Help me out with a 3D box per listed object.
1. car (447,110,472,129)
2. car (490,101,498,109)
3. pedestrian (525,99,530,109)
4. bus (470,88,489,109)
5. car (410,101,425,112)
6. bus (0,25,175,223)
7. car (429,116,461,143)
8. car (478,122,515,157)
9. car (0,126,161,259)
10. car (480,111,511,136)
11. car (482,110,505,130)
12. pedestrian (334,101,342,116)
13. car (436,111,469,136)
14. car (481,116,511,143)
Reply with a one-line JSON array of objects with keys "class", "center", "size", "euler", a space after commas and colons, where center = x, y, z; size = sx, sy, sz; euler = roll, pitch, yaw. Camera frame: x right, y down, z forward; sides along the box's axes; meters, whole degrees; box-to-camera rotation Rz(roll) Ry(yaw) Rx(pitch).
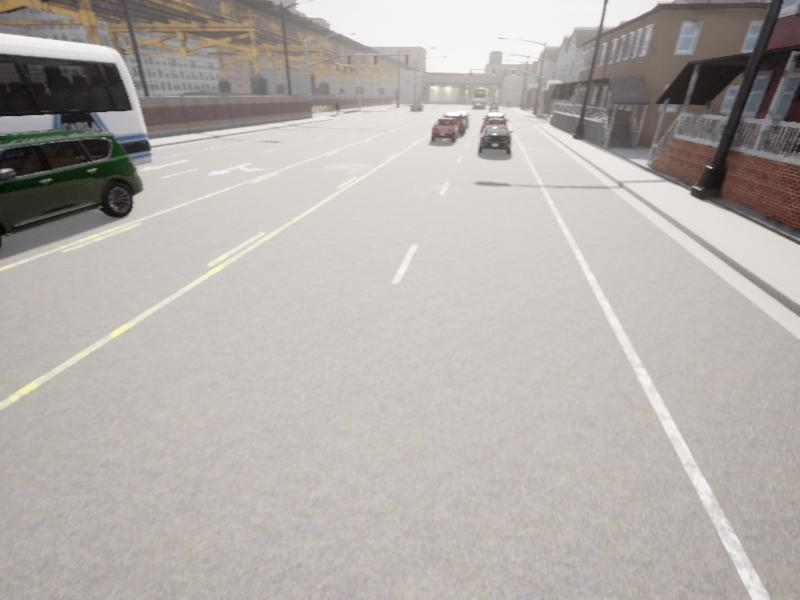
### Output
[{"class": "car", "center": [6.132, -18.545, 40.947], "size": [2.128, 1.511, 4.902], "euler": [6, 28, 10]}, {"class": "car", "center": [23.457, -48.706, 99.803], "size": [1.801, 1.575, 5.366], "euler": [6, 28, 10]}, {"class": "pedestrian", "center": [27.149, -41.596, 85.079], "size": [0.751, 1.860, 0.751], "euler": [8, 28, 12]}, {"class": "bus", "center": [19.459, -49.260, 97.755], "size": [3.944, 4.253, 10.273], "euler": [6, 28, 10]}, {"class": "car", "center": [3.239, -35.981, 74.315], "size": [2.033, 1.649, 4.856], "euler": [6, 28, 10]}, {"class": "bus", "center": [-11.487, -4.459, 10.072], "size": [3.944, 4.253, 10.273], "euler": [6, 28, 10]}, {"class": "car", "center": [3.294, -12.312, 28.785], "size": [1.845, 1.501, 3.633], "euler": [6, 28, 10]}, {"class": "car", "center": [5.718, -9.692, 23.924], "size": [1.812, 1.442, 4.674], "euler": [6, 28, 10]}, {"class": "car", "center": [-8.476, -2.499, 8.813], "size": [2.150, 2.045, 5.566], "euler": [6, 28, 10]}, {"class": "car", "center": [8.201, -15.269, 34.538], "size": [2.242, 1.667, 4.611], "euler": [7, 28, 10]}, {"class": "car", "center": [9.535, -18.346, 40.686], "size": [2.007, 1.525, 4.514], "euler": [7, 28, 11]}, {"class": "pedestrian", "center": [-8.473, -26.117, 54.522], "size": [0.751, 1.860, 0.751], "euler": [6, 28, 10]}, {"class": "car", "center": [4.497, -15.021, 33.907], "size": [2.242, 1.667, 4.611], "euler": [6, 28, 10]}, {"class": "car", "center": [7.002, -12.549, 29.395], "size": [1.845, 1.501, 3.633], "euler": [6, 28, 10]}]
